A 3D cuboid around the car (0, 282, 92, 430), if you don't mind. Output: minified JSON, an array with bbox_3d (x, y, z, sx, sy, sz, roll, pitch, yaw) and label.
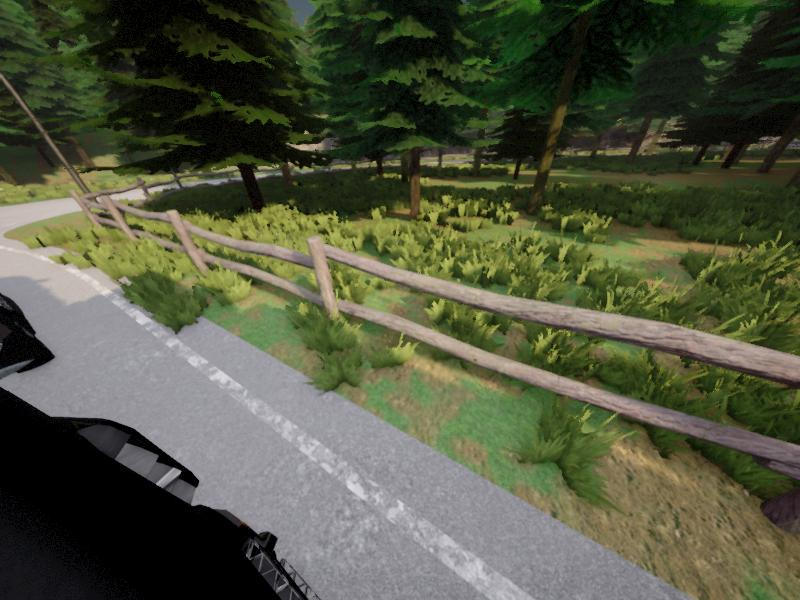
[{"bbox_3d":[-6.255,0.211,2.492,4.856,1.649,2.033,15,37,24],"label":"car"}]
